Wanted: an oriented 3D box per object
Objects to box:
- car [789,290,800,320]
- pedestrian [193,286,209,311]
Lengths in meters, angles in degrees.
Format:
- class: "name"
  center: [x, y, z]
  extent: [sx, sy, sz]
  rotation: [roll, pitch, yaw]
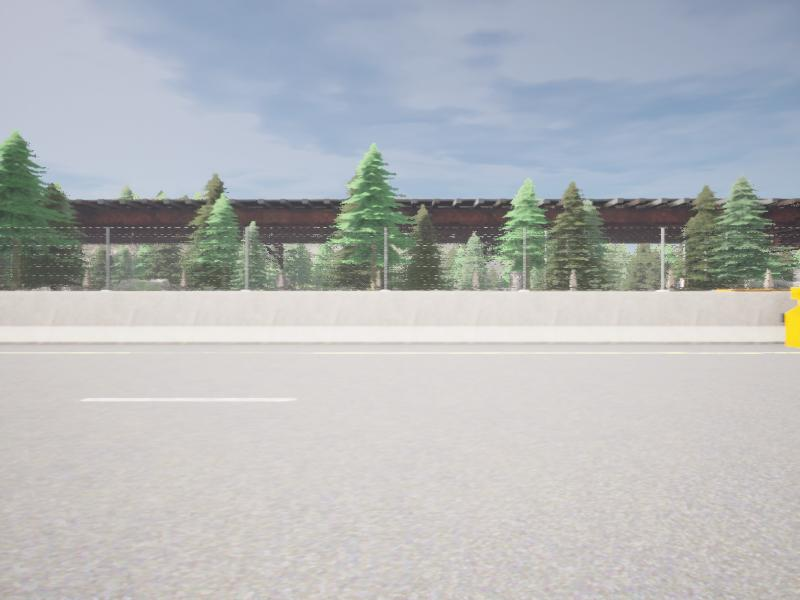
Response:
- class: "car"
  center: [22.473, 0.244, 19.662]
  extent: [4.892, 1.490, 1.837]
  rotation: [0, 0, 0]
- class: "pedestrian"
  center: [-14.619, -0.115, 29.390]
  extent: [0.751, 1.860, 0.751]
  rotation: [0, 0, 1]
